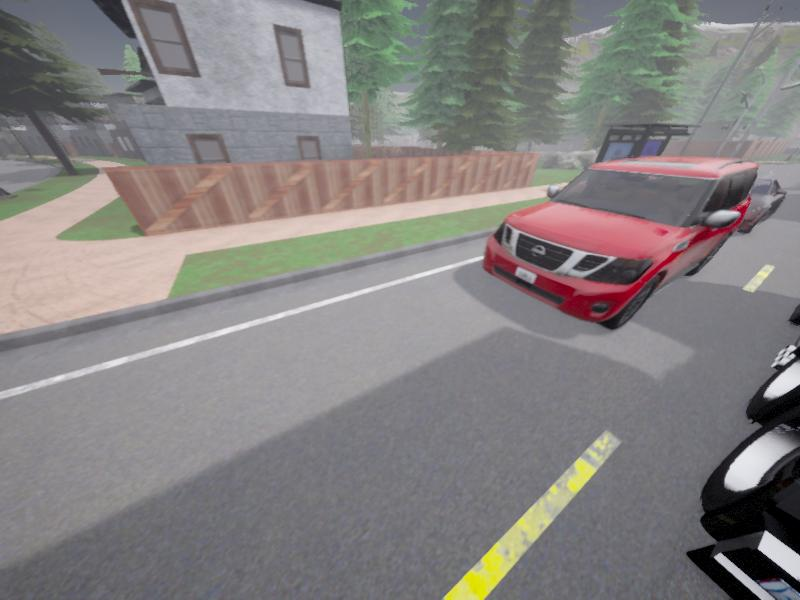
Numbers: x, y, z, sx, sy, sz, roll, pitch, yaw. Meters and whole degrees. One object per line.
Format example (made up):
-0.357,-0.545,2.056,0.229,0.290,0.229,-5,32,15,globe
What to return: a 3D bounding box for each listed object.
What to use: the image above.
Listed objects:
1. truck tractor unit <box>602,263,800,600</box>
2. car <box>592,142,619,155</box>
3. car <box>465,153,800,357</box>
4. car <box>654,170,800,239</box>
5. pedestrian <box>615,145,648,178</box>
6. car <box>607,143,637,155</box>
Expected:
5.108,-0.304,0.787,6.516,4.208,3.053,-18,39,-24,truck tractor unit
38.637,-28.511,43.456,3.866,1.878,1.905,-19,39,-25,car
4.224,-1.427,4.304,5.566,2.045,2.150,-18,39,-24,car
11.147,-3.403,7.800,4.181,1.385,1.994,-18,39,-24,car
15.826,-9.470,15.829,0.751,1.860,0.751,-20,40,-27,pedestrian
40.276,-27.396,41.861,4.605,1.855,1.932,-19,39,-25,car
